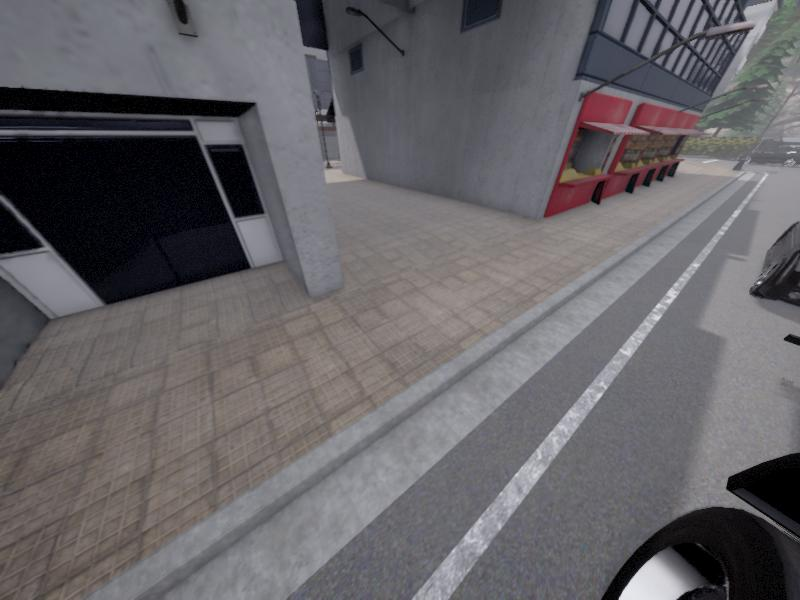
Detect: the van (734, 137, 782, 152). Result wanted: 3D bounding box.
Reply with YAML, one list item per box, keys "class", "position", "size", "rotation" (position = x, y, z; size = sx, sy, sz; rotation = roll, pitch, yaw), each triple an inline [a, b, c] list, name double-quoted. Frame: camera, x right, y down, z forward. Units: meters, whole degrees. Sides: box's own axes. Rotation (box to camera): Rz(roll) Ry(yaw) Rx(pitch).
- class: "van"
  position: [61.171, -26.679, 39.603]
  size: [1.775, 1.987, 4.442]
  rotation: [10, 37, 15]

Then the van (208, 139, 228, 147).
- class: "van"
  position: [-58.328, -50.228, 73.891]
  size: [4.480, 2.038, 2.069]
  rotation: [-23, 41, -29]

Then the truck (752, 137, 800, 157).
- class: "truck"
  position: [51.972, -20.940, 31.425]
  size: [2.390, 2.098, 6.274]
  rotation: [23, 41, 29]

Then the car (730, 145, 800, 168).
- class: "car"
  position: [33.249, -12.565, 20.171]
  size: [1.837, 1.490, 4.892]
  rotation: [-1, 35, -3]

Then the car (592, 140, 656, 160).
- class: "car"
  position: [25.429, -17.202, 26.385]
  size: [2.242, 1.667, 4.611]
  rotation: [-24, 41, -30]

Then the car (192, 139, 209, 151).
- class: "car"
  position: [-39.643, -30.710, 45.785]
  size: [1.905, 1.878, 3.866]
  rotation: [-23, 41, -29]

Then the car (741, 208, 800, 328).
- class: "car"
  position: [7.709, -0.653, 3.596]
  size: [4.181, 1.385, 1.994]
  rotation: [-23, 41, -28]

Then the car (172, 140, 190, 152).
- class: "car"
  position: [-41.730, -29.497, 44.115]
  size: [1.932, 1.855, 4.605]
  rotation: [-23, 41, -29]
